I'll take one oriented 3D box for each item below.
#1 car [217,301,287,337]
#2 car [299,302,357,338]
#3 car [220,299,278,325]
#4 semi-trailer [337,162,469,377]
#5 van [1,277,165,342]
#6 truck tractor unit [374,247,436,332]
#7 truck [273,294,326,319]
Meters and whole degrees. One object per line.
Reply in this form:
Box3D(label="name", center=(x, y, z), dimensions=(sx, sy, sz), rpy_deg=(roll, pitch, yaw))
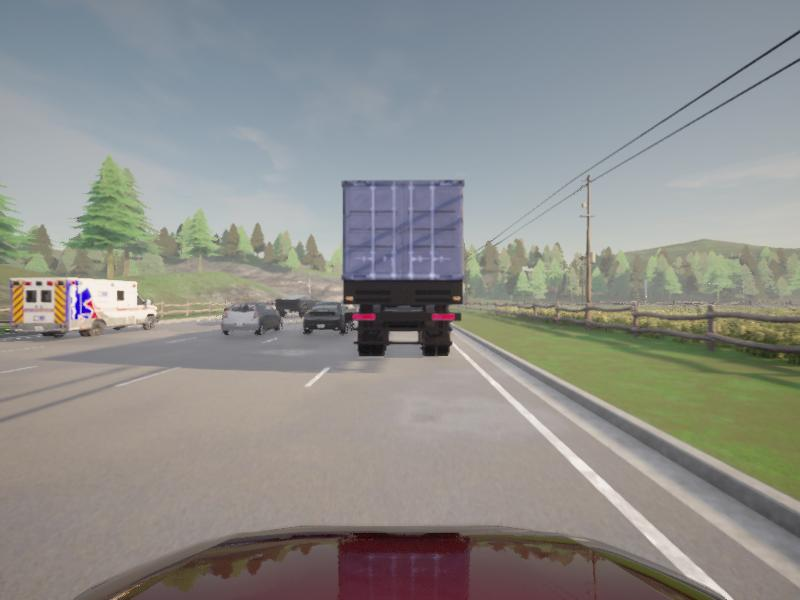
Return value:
Box3D(label="car", center=(-6.781, 0.815, 18.746), dimensions=(1.845, 1.501, 3.633), rpy_deg=(0, 0, 1))
Box3D(label="car", center=(-3.274, 0.832, 19.183), dimensions=(1.837, 1.490, 4.892), rpy_deg=(0, 0, 1))
Box3D(label="car", center=(-10.144, 0.752, 27.450), dimensions=(1.930, 1.638, 5.238), rpy_deg=(0, 0, 1))
Box3D(label="semi-trailer", center=(0.170, -0.629, 15.319), dimensions=(2.717, 4.402, 14.254), rpy_deg=(0, 0, 1))
Box3D(label="van", center=(-13.788, 0.364, 18.231), dimensions=(2.351, 2.431, 6.366), rpy_deg=(0, 0, 1))
Box3D(label="truck tractor unit", center=(0.285, -0.535, 23.235), dimensions=(3.053, 4.208, 6.516), rpy_deg=(0, 0, 1))
Box3D(label="truck", center=(-9.052, 0.520, 36.861), dimensions=(2.390, 2.098, 6.274), rpy_deg=(0, 0, 10))
